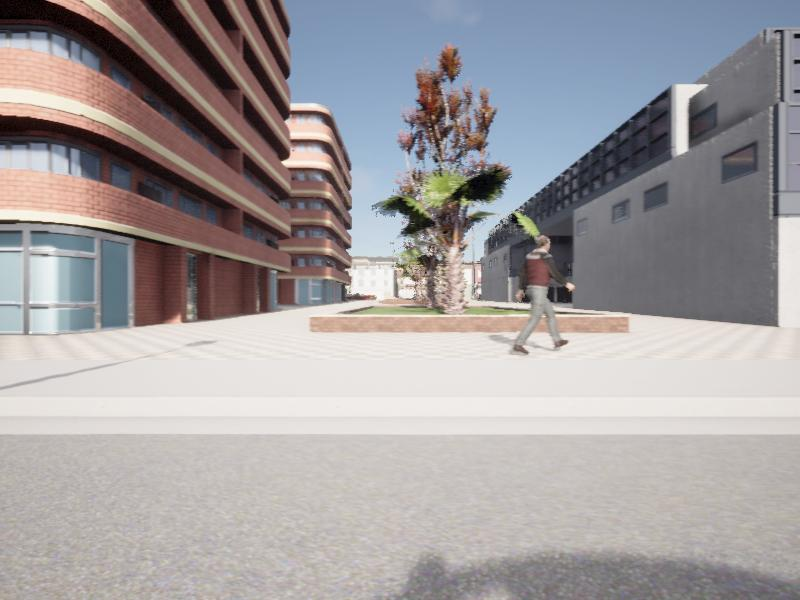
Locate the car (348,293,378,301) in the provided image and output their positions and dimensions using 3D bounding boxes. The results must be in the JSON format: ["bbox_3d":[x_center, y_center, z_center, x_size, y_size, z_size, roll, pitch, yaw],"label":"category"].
[{"bbox_3d":[-6.153,-0.439,66.496,4.718,1.301,1.895,-1,0,0],"label":"car"}]

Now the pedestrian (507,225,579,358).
[{"bbox_3d":[2.144,-0.122,6.064,0.751,1.860,0.751,0,0,-13],"label":"pedestrian"}]
